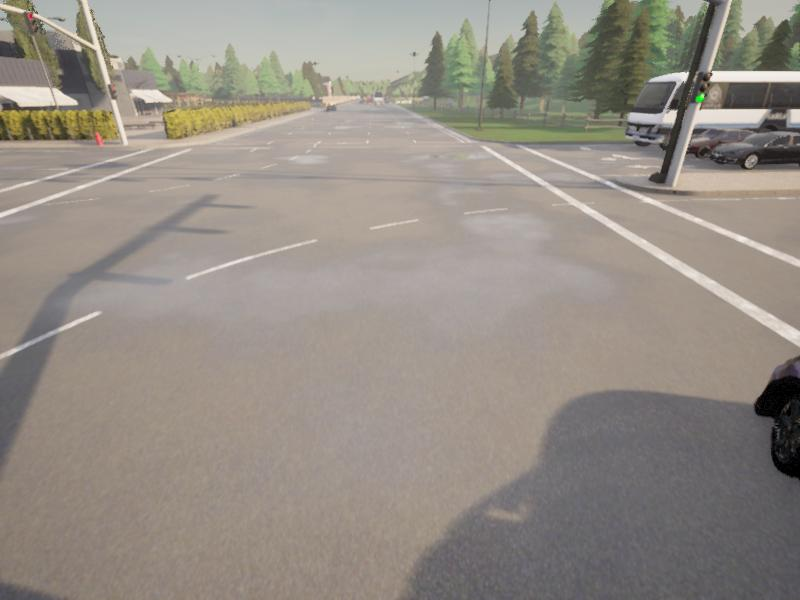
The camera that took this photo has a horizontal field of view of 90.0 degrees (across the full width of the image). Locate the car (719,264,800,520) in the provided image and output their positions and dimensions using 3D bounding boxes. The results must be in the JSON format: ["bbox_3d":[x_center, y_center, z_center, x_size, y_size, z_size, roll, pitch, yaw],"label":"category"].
[{"bbox_3d":[3.974,1.560,1.817,2.033,1.649,4.856,5,28,13],"label":"car"}]

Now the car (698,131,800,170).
[{"bbox_3d":[17.209,-7.027,18.703,4.892,1.490,1.837,-2,27,-4],"label":"car"}]

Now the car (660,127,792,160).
[{"bbox_3d":[17.642,-8.596,21.878,5.357,1.411,2.033,-2,27,-4],"label":"car"}]

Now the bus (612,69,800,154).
[{"bbox_3d":[19.473,-11.471,24.356,10.273,4.253,3.944,-2,27,-4],"label":"bus"}]
